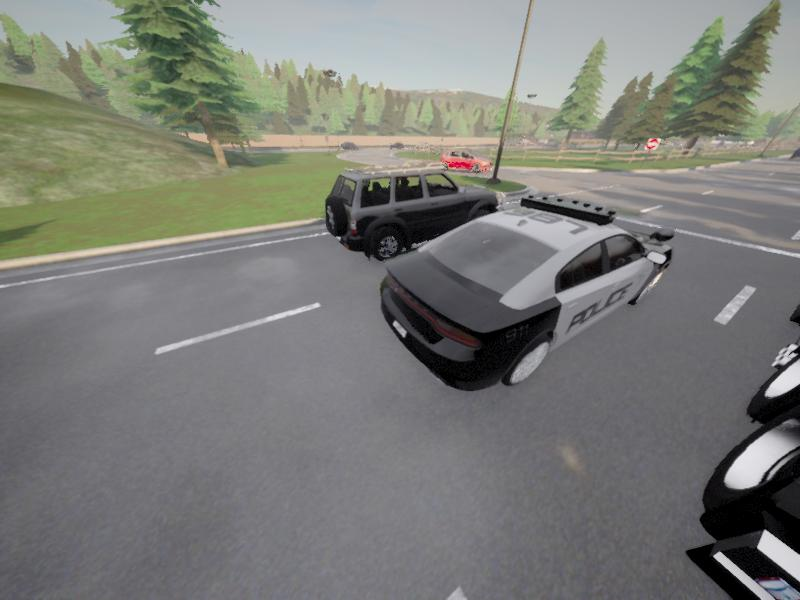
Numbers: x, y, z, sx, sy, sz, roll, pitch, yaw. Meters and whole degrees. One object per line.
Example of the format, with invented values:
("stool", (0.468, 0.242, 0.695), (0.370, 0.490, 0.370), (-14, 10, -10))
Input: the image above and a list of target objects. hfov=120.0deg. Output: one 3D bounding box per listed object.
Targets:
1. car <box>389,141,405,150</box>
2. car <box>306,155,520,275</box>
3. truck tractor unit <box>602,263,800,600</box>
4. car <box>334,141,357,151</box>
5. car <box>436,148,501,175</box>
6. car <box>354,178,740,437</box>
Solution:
("car", (-0.916, -42.192, 62.983), (3.866, 1.878, 1.905), (-18, 39, -25))
("car", (0.426, -2.426, 5.852), (4.605, 1.855, 1.932), (-19, 39, -24))
("truck tractor unit", (5.108, -0.305, 0.781), (6.516, 4.208, 3.053), (-18, 39, -24))
("car", (-12.640, -36.016, 54.009), (4.605, 1.855, 1.932), (-18, 39, -25))
("car", (5.643, -11.795, 19.529), (4.611, 1.667, 2.242), (26, 42, 32))
("car", (2.236, -0.614, 3.463), (5.238, 1.638, 1.930), (-18, 39, -24))
